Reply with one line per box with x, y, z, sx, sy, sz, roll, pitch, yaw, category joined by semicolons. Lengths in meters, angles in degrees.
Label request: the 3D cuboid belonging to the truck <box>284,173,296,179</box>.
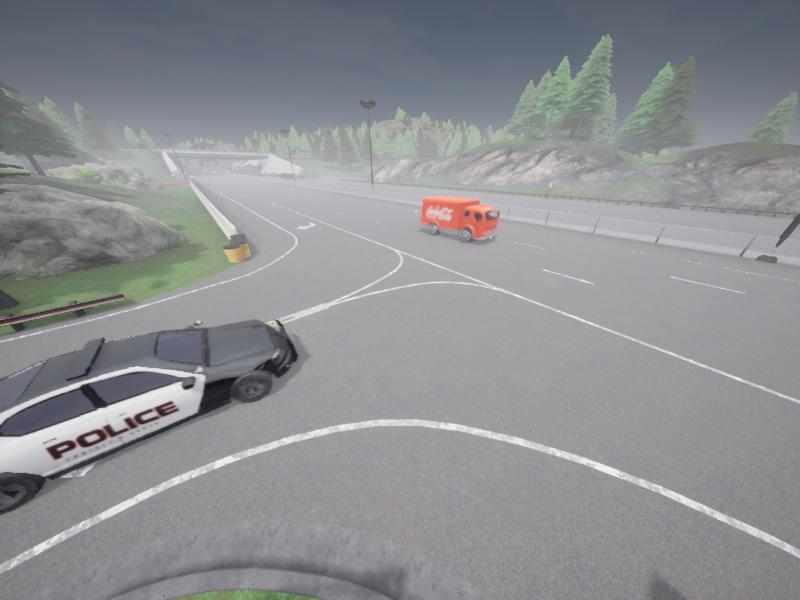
-44.936;-50.627;94.191;2.390;2.098;6.274;-23;37;-34;truck

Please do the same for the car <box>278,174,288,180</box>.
-45.781;-48.316;90.422;1.905;1.878;3.866;-23;37;-34;car

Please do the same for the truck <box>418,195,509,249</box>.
4.007;-5.589;15.827;2.627;2.467;5.204;-23;37;-34;truck

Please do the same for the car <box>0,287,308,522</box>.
-4.690;1.438;4.285;4.974;1.542;2.038;-19;36;-33;car
